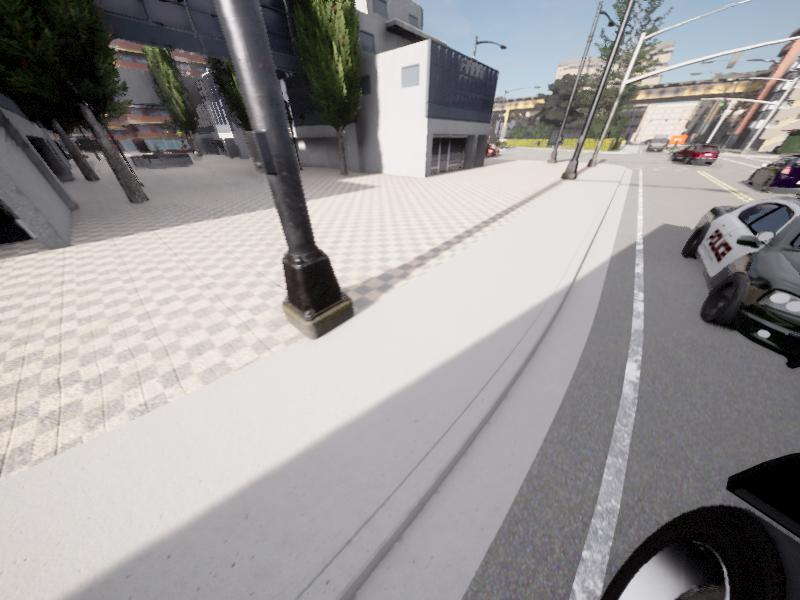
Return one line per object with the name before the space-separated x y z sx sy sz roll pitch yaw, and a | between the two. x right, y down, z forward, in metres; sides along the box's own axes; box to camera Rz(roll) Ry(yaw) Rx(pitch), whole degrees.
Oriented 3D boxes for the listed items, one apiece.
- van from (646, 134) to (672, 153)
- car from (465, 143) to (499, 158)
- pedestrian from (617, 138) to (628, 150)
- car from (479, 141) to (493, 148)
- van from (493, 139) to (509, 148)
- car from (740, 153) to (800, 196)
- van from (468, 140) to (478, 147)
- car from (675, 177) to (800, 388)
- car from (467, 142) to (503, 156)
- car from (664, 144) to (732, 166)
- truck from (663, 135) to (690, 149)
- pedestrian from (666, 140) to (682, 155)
van | 45.970 -27.890 41.148 1.988 2.561 5.915 26 43 32
car | 11.708 -21.472 33.174 3.988 1.617 1.851 26 43 32
pedestrian | 43.124 -30.136 44.712 0.751 1.860 0.751 -30 44 -35
car | 25.502 -46.443 68.986 1.801 1.575 5.366 -3 35 -4
van | 29.224 -45.341 66.916 2.069 2.038 4.480 -3 35 -4
car | 19.123 -6.212 11.280 1.845 1.501 3.633 26 43 32
van | 24.520 -52.822 77.776 1.775 1.987 4.442 -3 35 -4
car | 6.244 -0.629 3.450 2.038 1.542 4.974 26 43 33
car | 13.125 -23.517 35.918 4.553 1.767 2.097 26 43 32
car | 29.359 -14.557 23.071 2.033 1.649 4.856 14 37 18
truck | 60.453 -34.581 50.604 2.627 2.467 5.204 26 43 32
pedestrian | 40.646 -22.634 34.251 0.751 1.860 0.751 29 45 35
